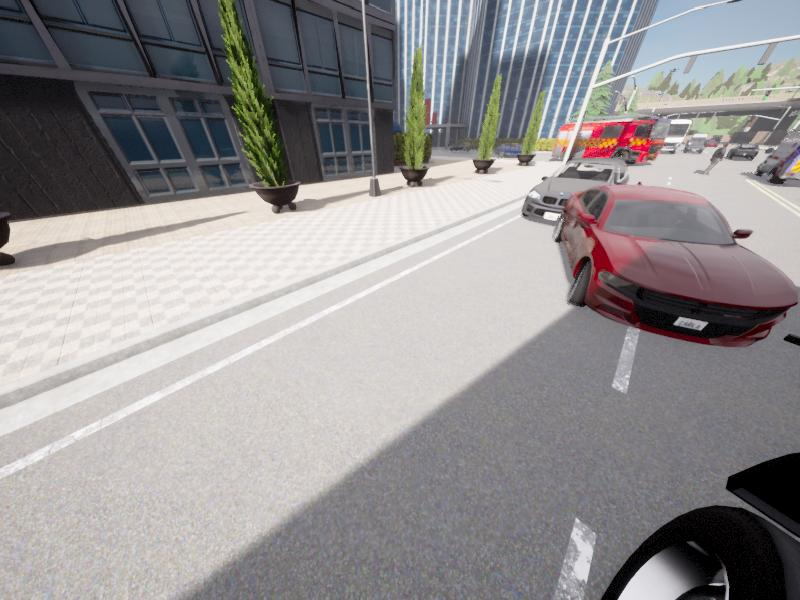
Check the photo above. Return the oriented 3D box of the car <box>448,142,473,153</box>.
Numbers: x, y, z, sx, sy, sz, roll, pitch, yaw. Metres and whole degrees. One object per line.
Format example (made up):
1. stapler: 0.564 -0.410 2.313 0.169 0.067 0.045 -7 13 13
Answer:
1. car: 10.566 -26.942 40.821 3.705 1.549 1.789 29 45 35

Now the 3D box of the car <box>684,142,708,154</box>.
1. car: 46.268 -23.845 36.203 1.812 1.442 4.674 30 45 35

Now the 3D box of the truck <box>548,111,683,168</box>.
1. truck: 20.109 -15.620 22.656 2.891 3.827 8.468 -16 38 -22

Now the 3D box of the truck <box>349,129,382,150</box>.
1. truck: -8.363 -38.448 55.374 8.468 3.827 2.891 29 44 35

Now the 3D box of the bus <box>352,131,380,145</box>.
1. bus: -12.950 -62.571 89.368 3.944 4.253 10.273 30 45 35

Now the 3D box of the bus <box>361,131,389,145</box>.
1. bus: -9.397 -61.982 88.498 3.944 4.253 10.273 30 45 35

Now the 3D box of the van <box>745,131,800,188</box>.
1. van: 23.206 -8.070 13.098 2.351 2.431 6.366 27 43 33

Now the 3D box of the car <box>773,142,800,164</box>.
1. car: 39.947 -14.525 22.798 2.242 1.667 4.611 29 45 35

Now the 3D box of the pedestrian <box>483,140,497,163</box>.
1. pedestrian: 8.761 -14.438 22.468 0.751 1.860 0.751 21 40 27

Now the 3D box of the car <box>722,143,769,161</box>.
1. car: 39.807 -17.237 26.796 2.128 1.511 4.902 29 45 35

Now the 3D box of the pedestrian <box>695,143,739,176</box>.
1. pedestrian: 21.395 -9.540 15.656 0.751 1.860 0.751 10 36 15

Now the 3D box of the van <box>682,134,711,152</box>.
1. van: 51.714 -27.488 40.389 1.988 2.561 5.915 29 45 35

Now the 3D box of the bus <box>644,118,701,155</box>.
1. bus: 43.141 -25.934 36.761 3.944 4.253 10.273 29 45 35

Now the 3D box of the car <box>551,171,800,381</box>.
1. car: 4.346 -1.253 4.328 1.882 1.535 5.008 15 38 20

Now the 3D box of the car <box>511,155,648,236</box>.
1. car: 6.144 -3.798 7.838 4.611 1.667 2.242 -29 43 -34

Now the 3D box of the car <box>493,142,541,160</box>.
1. car: 14.761 -19.021 29.443 4.856 1.649 2.033 30 45 34
